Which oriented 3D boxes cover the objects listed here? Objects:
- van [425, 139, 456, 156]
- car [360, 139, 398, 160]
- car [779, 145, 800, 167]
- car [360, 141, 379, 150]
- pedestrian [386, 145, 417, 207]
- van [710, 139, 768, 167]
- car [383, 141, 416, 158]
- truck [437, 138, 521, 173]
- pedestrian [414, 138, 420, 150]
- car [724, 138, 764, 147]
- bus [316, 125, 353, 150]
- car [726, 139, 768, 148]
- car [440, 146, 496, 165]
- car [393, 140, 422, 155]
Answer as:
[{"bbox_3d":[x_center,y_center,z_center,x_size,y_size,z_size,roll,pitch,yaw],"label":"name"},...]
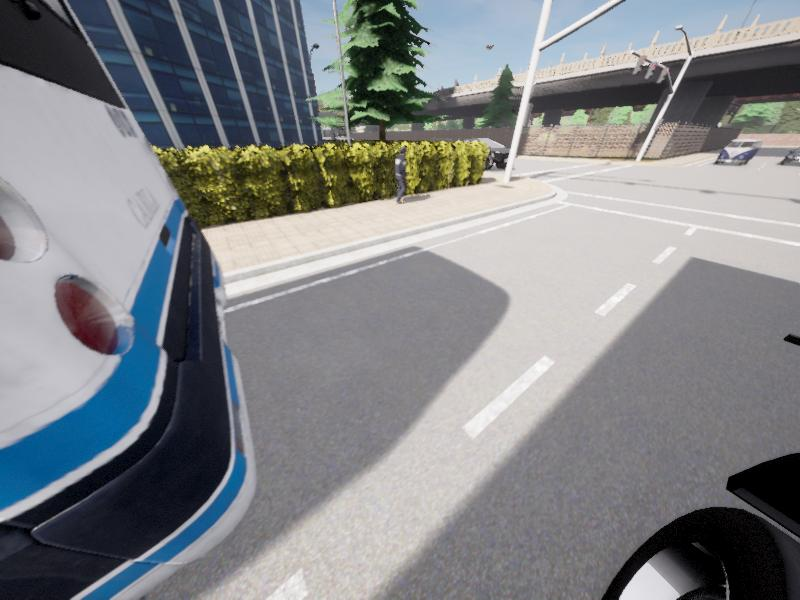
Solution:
[{"bbox_3d":[5.959,-22.868,34.484,1.775,1.987,4.442,-22,41,-28],"label":"van"},{"bbox_3d":[-2.757,-19.477,29.692,2.150,2.045,5.566,-23,41,-28],"label":"car"},{"bbox_3d":[36.333,-12.968,20.761,4.674,1.442,1.812,-23,41,-28],"label":"car"},{"bbox_3d":[-6.569,-32.777,49.041,2.007,1.525,4.514,-22,41,-28],"label":"car"},{"bbox_3d":[0.045,-4.464,8.321,0.751,1.860,0.751,-18,39,-24],"label":"pedestrian"},{"bbox_3d":[30.818,-13.441,21.006,4.442,1.987,1.775,-21,40,-26],"label":"van"},{"bbox_3d":[-0.154,-20.715,31.744,2.242,1.667,4.611,-23,42,-28],"label":"car"},{"bbox_3d":[6.206,-12.282,19.366,2.390,2.098,6.274,-22,41,-28],"label":"truck"},{"bbox_3d":[3.110,-29.256,43.372,0.751,1.860,0.751,-24,42,-30],"label":"pedestrian"},{"bbox_3d":[79.957,-36.559,53.699,2.033,1.649,4.856,-22,41,-28],"label":"car"},{"bbox_3d":[-15.152,-37.207,53.027,3.944,4.253,10.273,-22,41,-28],"label":"bus"},{"bbox_3d":[77.428,-35.122,51.681,2.033,1.649,4.856,-22,41,-28],"label":"car"},{"bbox_3d":[6.812,-14.982,23.803,2.033,1.411,5.357,-22,41,-28],"label":"car"},{"bbox_3d":[1.059,-23.261,35.245,2.097,1.767,4.553,-22,41,-28],"label":"car"}]
